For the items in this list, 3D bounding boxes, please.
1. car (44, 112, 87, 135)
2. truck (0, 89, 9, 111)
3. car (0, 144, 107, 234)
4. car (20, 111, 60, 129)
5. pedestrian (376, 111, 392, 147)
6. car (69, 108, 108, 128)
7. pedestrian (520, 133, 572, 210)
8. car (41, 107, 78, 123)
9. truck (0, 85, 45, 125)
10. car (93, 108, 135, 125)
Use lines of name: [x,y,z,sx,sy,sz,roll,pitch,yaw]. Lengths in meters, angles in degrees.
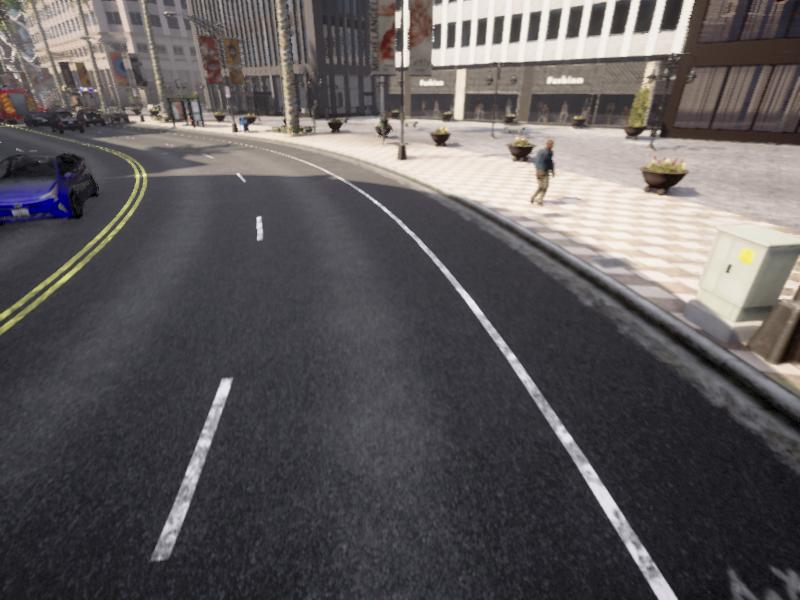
car: [-28.717,-15.222,34.333,3.705,1.549,1.789,22,35,36]
truck: [-78.650,-38.486,76.874,8.468,3.827,2.891,22,35,36]
car: [-10.099,-3.311,11.321,2.007,1.525,4.514,-12,30,-22]
car: [-36.165,-18.129,40.161,4.181,1.385,1.994,22,35,36]
pedestrian: [-0.949,-10.207,23.872,0.751,1.860,0.751,-10,29,-19]
car: [-31.772,-18.613,40.825,3.988,1.617,1.851,22,35,36]
pedestrian: [3.945,-3.512,10.934,0.751,1.860,0.751,-7,28,-13]
car: [-40.608,-22.096,47.674,4.902,1.511,2.128,22,35,36]
truck: [-44.375,-22.502,45.940,8.468,3.827,2.891,22,34,36]
car: [-31.901,-20.515,44.578,4.892,1.521,2.231,22,34,36]
